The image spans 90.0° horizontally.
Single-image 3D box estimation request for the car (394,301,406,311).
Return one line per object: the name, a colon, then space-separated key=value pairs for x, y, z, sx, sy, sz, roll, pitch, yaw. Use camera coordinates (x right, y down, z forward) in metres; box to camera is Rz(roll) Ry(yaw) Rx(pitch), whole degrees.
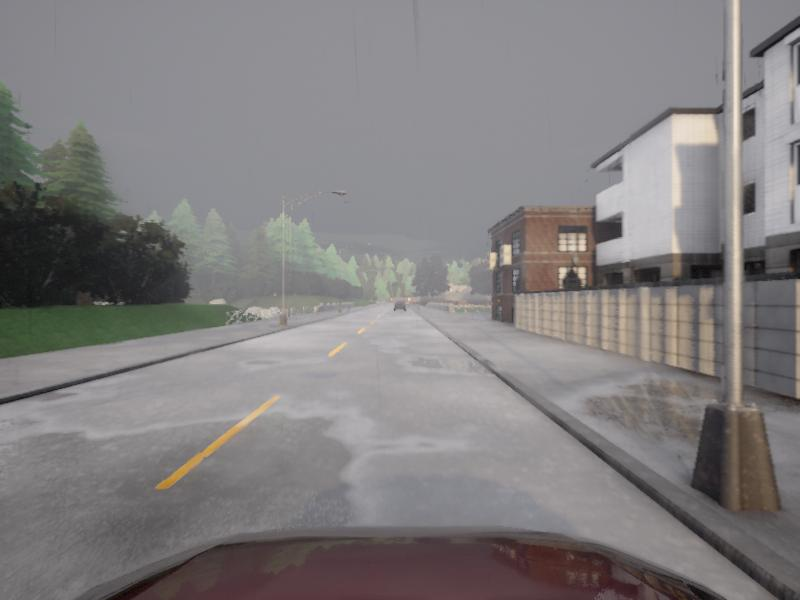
car: x=-0.019 y=0.890 z=62.009 sx=1.837 sy=1.490 sz=4.892 roll=0 pitch=-1 yaw=0
